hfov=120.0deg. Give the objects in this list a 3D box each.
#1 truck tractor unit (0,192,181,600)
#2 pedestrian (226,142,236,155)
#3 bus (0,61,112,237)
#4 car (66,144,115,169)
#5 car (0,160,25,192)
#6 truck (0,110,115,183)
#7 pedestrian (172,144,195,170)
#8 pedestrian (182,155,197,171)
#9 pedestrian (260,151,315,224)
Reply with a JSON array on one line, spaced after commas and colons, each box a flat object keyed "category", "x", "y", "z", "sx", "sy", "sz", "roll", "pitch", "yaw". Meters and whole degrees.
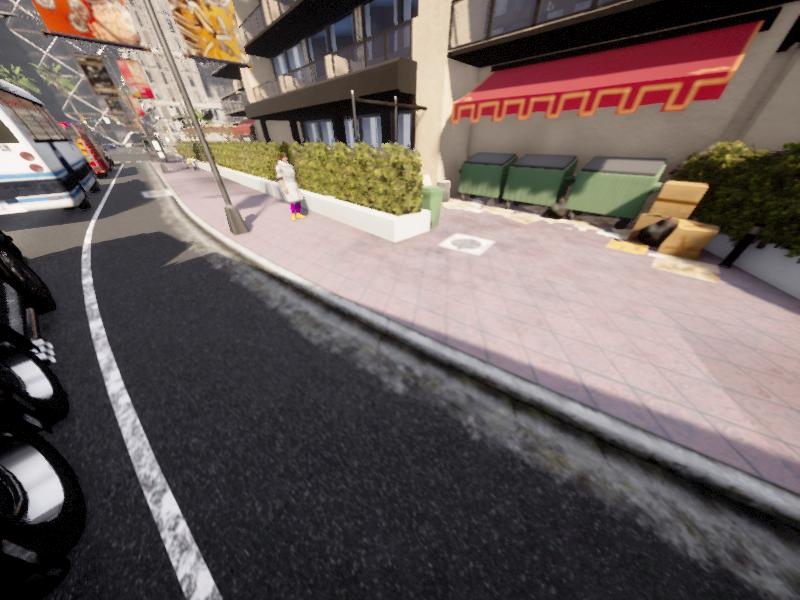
[{"category": "truck tractor unit", "x": -4.984, "y": -0.411, "z": 0.939, "sx": 6.516, "sy": 4.208, "sz": 3.053, "roll": 23, "pitch": 41, "yaw": 29}, {"category": "pedestrian", "x": -29.991, "y": -26.924, "z": 41.091, "sx": 0.751, "sy": 1.860, "sz": 0.751, "roll": -23, "pitch": 41, "yaw": -29}, {"category": "bus", "x": -15.378, "y": -5.768, "z": 8.712, "sx": 3.944, "sy": 4.253, "sz": 10.273, "roll": -29, "pitch": 44, "yaw": -35}, {"category": "car", "x": -33.573, "y": -15.848, "z": 25.294, "sx": 2.150, "sy": 2.045, "sz": 5.566, "roll": -28, "pitch": 44, "yaw": -34}, {"category": "car", "x": -24.067, "y": -6.988, "z": 13.051, "sx": 1.994, "sy": 1.385, "sz": 4.181, "roll": -29, "pitch": 44, "yaw": -35}, {"category": "truck", "x": -25.605, "y": -11.803, "z": 17.848, "sx": 2.891, "sy": 3.827, "sz": 8.468, "roll": -28, "pitch": 44, "yaw": -34}, {"category": "pedestrian", "x": -19.039, "y": -12.600, "z": 20.368, "sx": 0.751, "sy": 1.860, "sz": 0.751, "roll": -28, "pitch": 43, "yaw": -34}, {"category": "pedestrian", "x": -17.857, "y": -11.613, "z": 19.604, "sx": 0.500, "sy": 1.100, "sz": 0.500, "roll": -28, "pitch": 43, "yaw": -34}, {"category": "pedestrian", "x": -3.331, "y": -3.402, "z": 7.004, "sx": 0.751, "sy": 1.860, "sz": 0.751, "roll": 14, "pitch": 37, "yaw": 20}]
